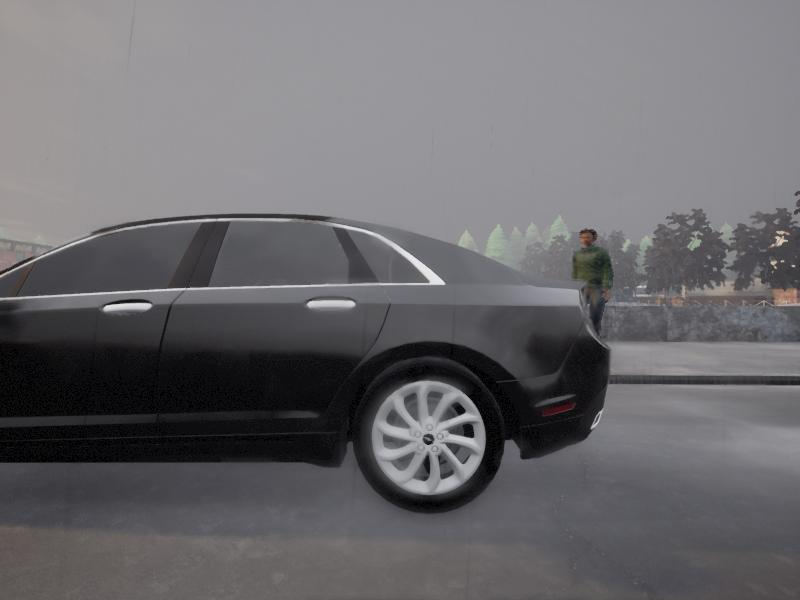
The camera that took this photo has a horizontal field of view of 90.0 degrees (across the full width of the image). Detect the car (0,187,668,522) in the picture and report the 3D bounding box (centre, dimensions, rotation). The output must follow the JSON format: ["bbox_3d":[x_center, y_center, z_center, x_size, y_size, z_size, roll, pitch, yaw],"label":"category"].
[{"bbox_3d":[-1.222,0.244,2.779,4.892,1.490,1.837,0,0,2],"label":"car"}]

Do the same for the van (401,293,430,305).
[{"bbox_3d":[3.497,-0.227,89.084,6.366,2.431,2.351,0,0,2],"label":"van"}]

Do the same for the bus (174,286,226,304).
[{"bbox_3d":[-47.219,-1.139,94.633,10.273,4.253,3.944,0,0,2],"label":"bus"}]

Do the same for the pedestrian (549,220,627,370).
[{"bbox_3d":[2.575,-0.067,5.488,0.751,1.860,0.751,0,0,-44],"label":"pedestrian"}]
